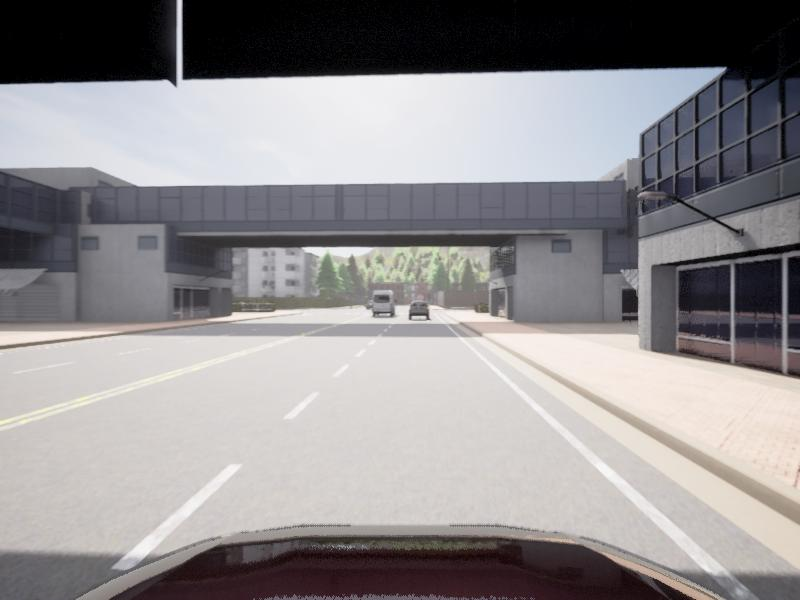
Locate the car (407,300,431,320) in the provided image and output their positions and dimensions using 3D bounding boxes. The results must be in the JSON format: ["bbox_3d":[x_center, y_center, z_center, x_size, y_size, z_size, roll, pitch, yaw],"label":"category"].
[{"bbox_3d":[1.613,0.797,34.041,1.851,1.617,3.988,0,0,3],"label":"car"}]

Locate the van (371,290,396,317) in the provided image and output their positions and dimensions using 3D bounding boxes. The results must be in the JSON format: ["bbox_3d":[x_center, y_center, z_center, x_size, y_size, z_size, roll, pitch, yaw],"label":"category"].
[{"bbox_3d":[-1.580,0.329,40.510,1.988,2.561,5.915,0,0,3],"label":"van"}]

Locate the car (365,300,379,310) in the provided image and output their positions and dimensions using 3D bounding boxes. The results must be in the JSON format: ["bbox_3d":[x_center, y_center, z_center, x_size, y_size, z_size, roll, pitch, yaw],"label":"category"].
[{"bbox_3d":[-4.535,0.841,65.491,1.837,1.490,4.892,0,1,2],"label":"car"}]
